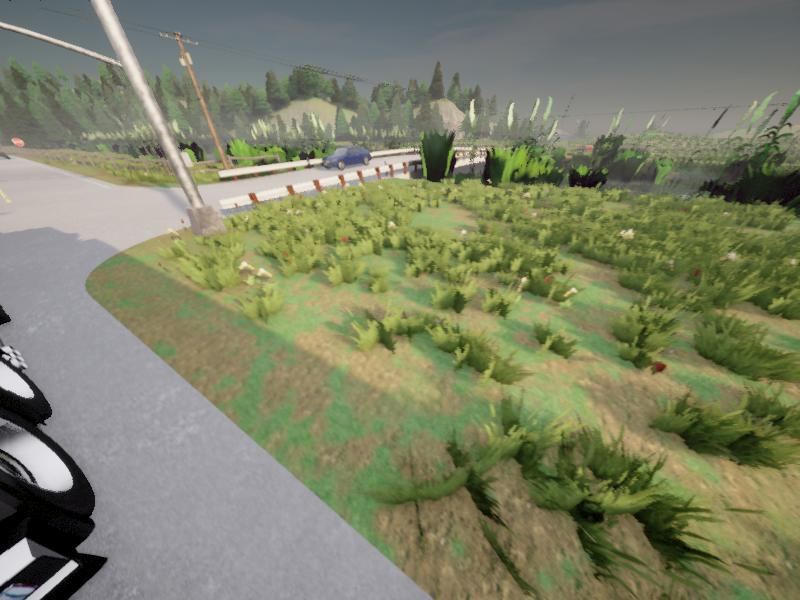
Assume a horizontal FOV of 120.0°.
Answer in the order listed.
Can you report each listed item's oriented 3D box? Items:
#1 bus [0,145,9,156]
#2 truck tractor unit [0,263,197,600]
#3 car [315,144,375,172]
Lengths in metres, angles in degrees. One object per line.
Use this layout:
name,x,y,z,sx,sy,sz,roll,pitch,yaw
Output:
bus,-83.319,-31.169,45.703,10.273,4.253,3.944,20,40,27
truck tractor unit,-5.112,-0.298,0.789,6.516,4.208,3.053,18,39,24
car,-4.324,-11.704,18.905,1.812,1.442,4.674,22,43,29
